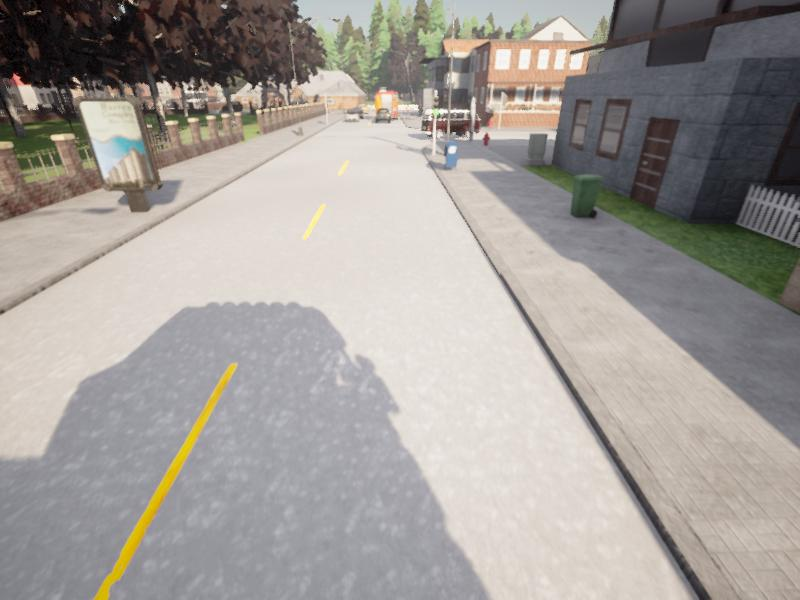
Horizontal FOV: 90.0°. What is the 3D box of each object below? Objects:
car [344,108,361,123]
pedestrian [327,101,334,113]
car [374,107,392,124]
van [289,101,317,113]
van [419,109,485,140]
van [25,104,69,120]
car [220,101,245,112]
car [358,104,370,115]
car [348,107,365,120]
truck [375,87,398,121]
[{"bbox_3d":[-5.810,-22.645,49.007,1.845,1.501,3.633,-2,27,-3],"label":"car"},{"bbox_3d":[-12.131,-33.629,69.743,0.751,1.860,0.751,11,29,21],"label":"pedestrian"},{"bbox_3d":[-1.958,-21.830,47.330,1.851,1.617,3.988,1,27,2],"label":"car"},{"bbox_3d":[-17.936,-35.833,74.142,4.442,1.987,1.775,-1,27,-2],"label":"van"},{"bbox_3d":[3.940,-13.485,30.611,4.480,2.038,2.069,-8,26,-16],"label":"van"},{"bbox_3d":[-51.289,-27.401,58.271,2.069,2.038,4.480,-1,27,-2],"label":"van"},{"bbox_3d":[-32.263,-37.277,77.081,3.866,1.878,1.905,-1,27,-2],"label":"car"},{"bbox_3d":[-6.199,-32.515,68.151,1.801,1.575,5.366,-3,27,-6],"label":"car"},{"bbox_3d":[-5.905,-25.653,55.006,2.033,1.411,5.357,-1,27,-2],"label":"car"},{"bbox_3d":[-1.792,-26.431,53.853,2.891,3.827,8.468,-1,27,-2],"label":"truck"}]
